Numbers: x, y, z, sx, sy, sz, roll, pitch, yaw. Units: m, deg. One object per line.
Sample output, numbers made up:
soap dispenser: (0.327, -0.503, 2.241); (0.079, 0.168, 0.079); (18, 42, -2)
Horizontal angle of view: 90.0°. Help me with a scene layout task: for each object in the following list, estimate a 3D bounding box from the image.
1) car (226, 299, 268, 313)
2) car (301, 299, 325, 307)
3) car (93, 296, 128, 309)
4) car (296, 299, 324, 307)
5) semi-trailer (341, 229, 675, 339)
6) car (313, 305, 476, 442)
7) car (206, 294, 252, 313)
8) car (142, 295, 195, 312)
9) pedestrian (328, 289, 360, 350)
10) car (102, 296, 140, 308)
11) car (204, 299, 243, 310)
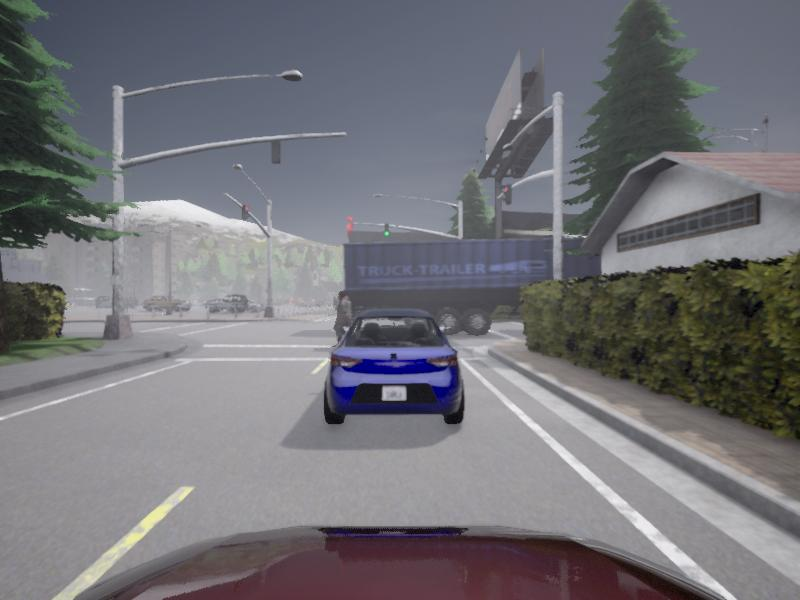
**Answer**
car: (-16.794, 0.644, 44.018); (3.806, 1.475, 1.970); (0, 0, -1)
car: (-17.639, 0.573, 81.403); (4.514, 1.523, 2.007); (0, 0, -1)
car: (-42.967, 0.335, 59.397); (3.866, 1.878, 1.905); (0, 0, -1)
car: (-17.524, 0.568, 78.268); (5.027, 1.636, 2.152); (0, 0, -1)
semi-trailer: (4.638, -0.706, 18.424); (14.254, 4.402, 2.717); (-1, 0, -1)
car: (-0.091, 0.846, 6.553); (1.816, 1.474, 4.193); (0, 0, -1)
car: (-17.339, 0.364, 40.682); (3.866, 1.878, 1.905); (0, 0, -1)
car: (-25.271, 0.379, 43.812); (4.605, 1.855, 1.932); (0, 0, -1)
pedestrian: (-1.780, 0.593, 12.716); (0.751, 1.860, 0.751); (0, 0, 19)
car: (-43.437, 0.352, 62.294); (4.605, 1.855, 1.932); (0, 0, -1)
car: (-24.806, 0.563, 56.280); (4.514, 1.523, 2.007); (0, 0, -1)
